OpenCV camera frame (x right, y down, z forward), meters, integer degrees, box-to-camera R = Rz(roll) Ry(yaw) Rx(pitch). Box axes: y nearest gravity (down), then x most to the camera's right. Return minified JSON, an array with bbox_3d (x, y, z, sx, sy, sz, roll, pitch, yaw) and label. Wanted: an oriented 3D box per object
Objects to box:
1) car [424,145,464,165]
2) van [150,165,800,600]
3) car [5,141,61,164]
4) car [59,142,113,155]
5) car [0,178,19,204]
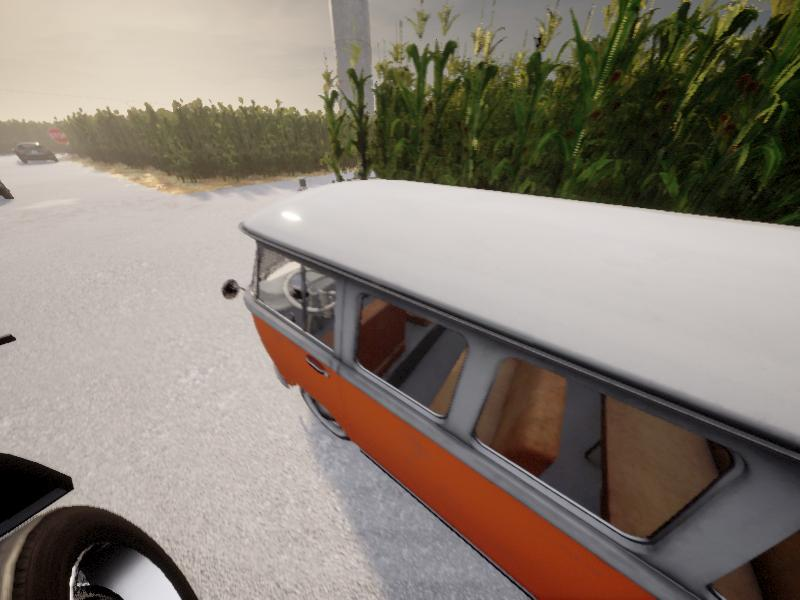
[{"bbox_3d":[4.734,-15.473,24.501,1.801,1.575,5.366,22,41,28],"label":"car"},{"bbox_3d":[0.746,0.427,1.585,4.442,1.987,1.775,22,41,28],"label":"van"},{"bbox_3d":[-36.363,-14.665,22.901,4.611,1.667,2.242,22,41,28],"label":"car"},{"bbox_3d":[-44.250,-21.496,32.677,1.970,1.475,3.806,9,36,12],"label":"car"},{"bbox_3d":[-18.183,-4.894,9.548,4.718,1.301,1.895,21,40,27],"label":"car"}]
